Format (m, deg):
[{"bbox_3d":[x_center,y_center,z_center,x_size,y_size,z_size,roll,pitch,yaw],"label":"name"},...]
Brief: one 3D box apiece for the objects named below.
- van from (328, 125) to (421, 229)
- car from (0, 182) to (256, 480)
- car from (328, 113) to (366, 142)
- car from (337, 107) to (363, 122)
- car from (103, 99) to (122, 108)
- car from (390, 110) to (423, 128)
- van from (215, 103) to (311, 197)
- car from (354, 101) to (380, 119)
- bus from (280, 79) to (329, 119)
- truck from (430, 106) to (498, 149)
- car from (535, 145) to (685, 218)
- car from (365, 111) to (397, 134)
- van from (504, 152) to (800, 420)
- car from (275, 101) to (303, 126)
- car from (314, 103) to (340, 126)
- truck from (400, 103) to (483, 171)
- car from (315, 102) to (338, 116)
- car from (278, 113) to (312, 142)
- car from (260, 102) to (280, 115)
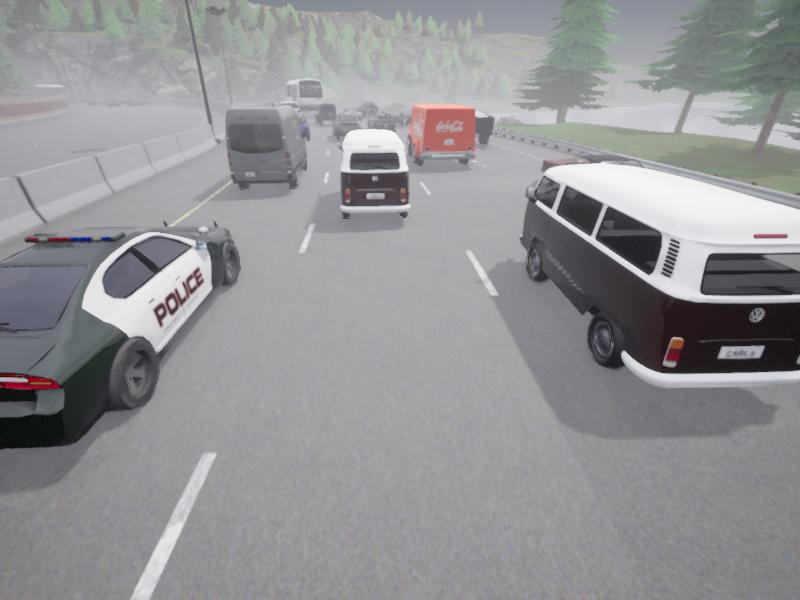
[{"bbox_3d":[-0.762,-3.716,11.395,2.069,2.038,4.480,-2,28,-4],"label":"van"},{"bbox_3d":[-3.756,-0.264,5.323,2.038,1.542,4.974,-1,28,-2],"label":"car"},{"bbox_3d":[-3.848,-12.413,28.603,2.128,1.511,4.902,-6,28,-11],"label":"car"},{"bbox_3d":[-5.728,-21.200,45.651,1.895,1.301,4.718,-9,29,-17],"label":"car"},{"bbox_3d":[-57.639,-39.516,80.250,2.007,1.525,4.514,-23,35,-37],"label":"car"},{"bbox_3d":[0.523,-17.458,38.522,1.895,1.301,4.718,-8,29,-14],"label":"car"},{"bbox_3d":[-4.708,-5.828,14.877,1.988,2.561,5.915,-3,28,-6],"label":"van"},{"bbox_3d":[-4.172,-24.145,50.670,1.932,1.855,4.605,-10,29,-19],"label":"car"},{"bbox_3d":[-12.542,-26.046,51.700,3.944,4.253,10.273,-11,30,-20],"label":"bus"},{"bbox_3d":[3.897,-11.386,26.047,2.390,2.098,6.274,-5,28,-9],"label":"truck"},{"bbox_3d":[6.176,-3.909,12.609,1.895,1.301,4.718,-2,28,-5],"label":"car"},{"bbox_3d":[-1.615,-14.976,33.563,1.816,1.474,4.193,-7,28,-13],"label":"car"},{"bbox_3d":[3.230,-0.716,5.674,2.069,2.038,4.480,-1,28,-2],"label":"van"},{"bbox_3d":[-11.518,-19.385,41.334,2.150,2.045,5.566,-9,29,-16],"label":"car"},{"bbox_3d":[-7.296,-18.512,39.850,1.905,1.878,3.866,-8,29,-16],"label":"car"},{"bbox_3d":[1.695,-7.907,18.980,2.627,2.467,5.204,-4,28,-8],"label":"truck"},{"bbox_3d":[-10.302,-26.566,55.649,2.007,1.525,4.514,-11,30,-21],"label":"car"},{"bbox_3d":[-7.385,-12.329,28.405,2.007,1.525,4.514,-6,28,-11],"label":"car"},{"bbox_3d":[-18.389,-27.028,56.400,1.851,1.617,3.988,-12,30,-22],"label":"car"}]
